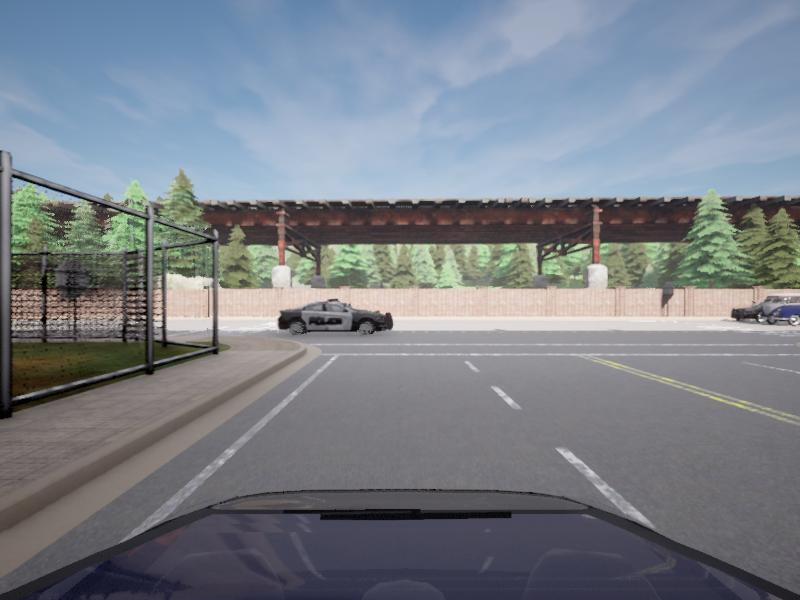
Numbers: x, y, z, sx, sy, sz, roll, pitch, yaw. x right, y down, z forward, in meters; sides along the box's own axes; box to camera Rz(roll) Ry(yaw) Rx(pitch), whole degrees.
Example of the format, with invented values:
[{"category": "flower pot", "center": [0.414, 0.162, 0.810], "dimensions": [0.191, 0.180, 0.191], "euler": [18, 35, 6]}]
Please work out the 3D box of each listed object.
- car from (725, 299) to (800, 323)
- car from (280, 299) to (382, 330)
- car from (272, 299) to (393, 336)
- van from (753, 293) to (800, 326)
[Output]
[{"category": "car", "center": [26.615, 0.760, 28.567], "dimensions": [5.238, 1.638, 1.930], "euler": [0, 0, 1]}, {"category": "car", "center": [-3.679, 0.761, 21.934], "dimensions": [5.238, 1.638, 1.930], "euler": [0, 0, 0]}, {"category": "car", "center": [-2.957, 0.763, 18.431], "dimensions": [5.238, 1.638, 1.930], "euler": [0, 0, 0]}, {"category": "van", "center": [25.134, 0.589, 25.078], "dimensions": [4.442, 1.987, 1.775], "euler": [0, 0, 0]}]
